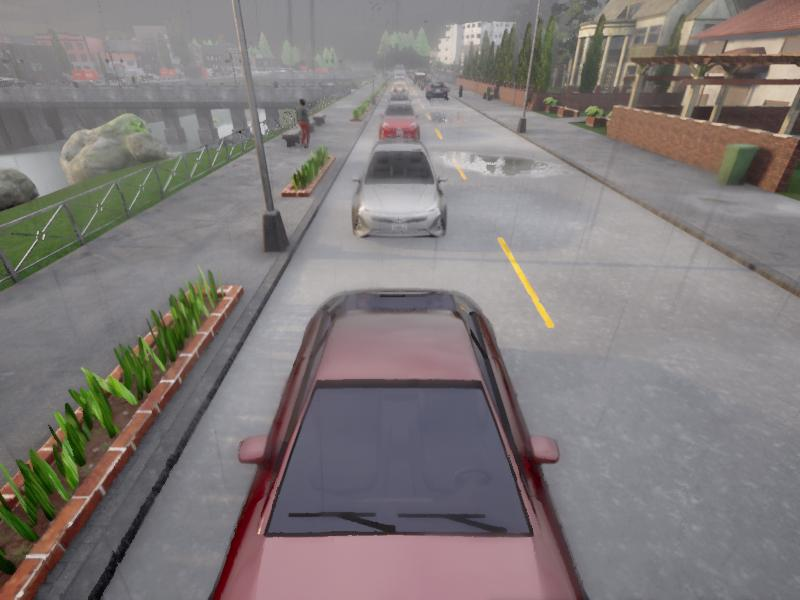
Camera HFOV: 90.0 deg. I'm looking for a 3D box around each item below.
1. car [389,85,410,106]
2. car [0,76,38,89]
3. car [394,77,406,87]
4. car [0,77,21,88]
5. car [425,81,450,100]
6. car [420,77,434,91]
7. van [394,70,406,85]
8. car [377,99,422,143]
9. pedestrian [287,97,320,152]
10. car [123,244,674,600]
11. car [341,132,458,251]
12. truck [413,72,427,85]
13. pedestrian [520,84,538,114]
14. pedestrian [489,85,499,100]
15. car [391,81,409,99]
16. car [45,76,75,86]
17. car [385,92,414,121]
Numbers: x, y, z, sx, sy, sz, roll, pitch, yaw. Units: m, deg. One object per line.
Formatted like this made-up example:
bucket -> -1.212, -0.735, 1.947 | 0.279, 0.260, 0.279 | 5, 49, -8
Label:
car -> -0.032, -18.738, 36.608 | 1.845, 1.501, 3.633 | 0, 30, 0
car -> -61.735, -35.037, 64.408 | 1.930, 1.638, 5.238 | 0, 30, 0
car -> -0.053, -37.595, 69.053 | 1.994, 1.385, 4.181 | 0, 30, 0
car -> -65.737, -35.888, 66.001 | 1.837, 1.490, 4.892 | 0, 30, 0
car -> 3.962, -22.794, 43.418 | 2.242, 1.667, 4.611 | 0, 30, 0
car -> 3.956, -31.853, 59.001 | 1.851, 1.617, 3.988 | 0, 30, 0
van -> -0.063, -44.500, 79.845 | 2.351, 2.431, 6.366 | 0, 30, 0
car -> -0.019, -8.994, 19.916 | 2.007, 1.525, 4.514 | 0, 30, 0
pedestrian -> -3.775, -6.914, 15.768 | 0.751, 1.860, 0.751 | 15, 33, 24
car -> -0.007, 1.031, 2.931 | 1.994, 1.385, 4.181 | 0, 30, 0
car -> -0.012, -2.737, 9.198 | 2.007, 1.525, 4.514 | 0, 30, 0
truck -> 3.940, -43.493, 78.451 | 2.390, 2.098, 6.274 | 0, 30, 0
pedestrian -> 9.122, -14.203, 28.258 | 0.751, 1.860, 0.751 | 0, 30, -1
pedestrian -> 9.376, -20.726, 39.988 | 0.751, 1.300, 0.751 | 0, 30, -1
car -> -0.037, -23.524, 44.800 | 1.882, 1.535, 5.008 | 0, 30, 0
car -> -61.742, -39.824, 72.719 | 1.851, 1.617, 3.988 | 0, 30, 0
car -> -0.023, -13.359, 27.448 | 1.816, 1.474, 4.193 | 0, 30, 0
